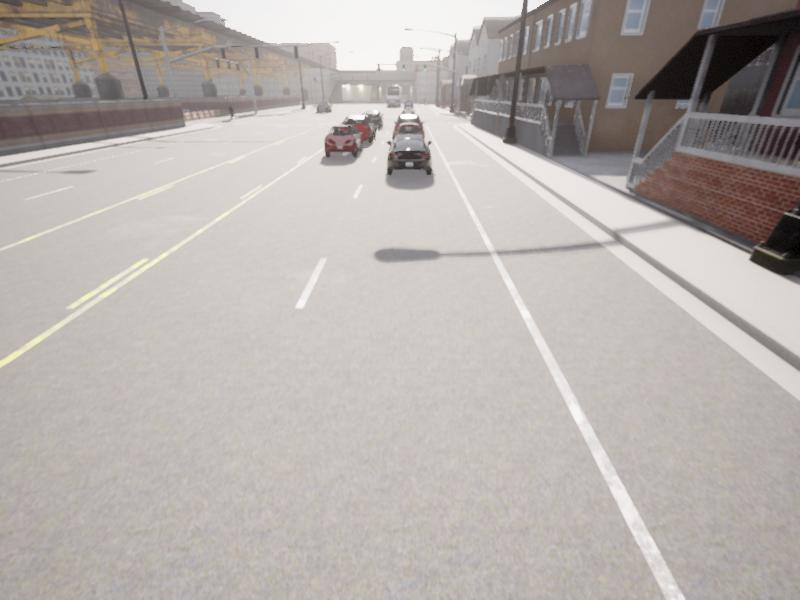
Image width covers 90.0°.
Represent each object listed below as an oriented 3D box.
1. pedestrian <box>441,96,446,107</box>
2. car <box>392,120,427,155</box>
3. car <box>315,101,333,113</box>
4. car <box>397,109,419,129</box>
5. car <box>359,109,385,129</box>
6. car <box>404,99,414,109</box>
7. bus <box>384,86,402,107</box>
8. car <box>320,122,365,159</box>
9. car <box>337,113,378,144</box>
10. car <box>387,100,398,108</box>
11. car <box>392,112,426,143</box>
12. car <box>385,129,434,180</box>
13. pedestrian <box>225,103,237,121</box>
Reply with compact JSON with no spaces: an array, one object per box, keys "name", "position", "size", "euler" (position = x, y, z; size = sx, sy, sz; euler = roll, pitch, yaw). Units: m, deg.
[{"name":"pedestrian","position":[8.553,-38.948,78.510],"size":[0.751,1.860,0.751],"euler":[2,28,4]},{"name":"car","position":[0.526,-9.324,22.800],"size":[1.845,1.501,3.633],"euler":[0,27,1]},{"name":"car","position":[-12.537,-31.989,66.351],"size":[2.033,1.649,4.856],"euler":[0,27,1]},{"name":"car","position":[0.816,-17.520,38.555],"size":[2.007,1.525,4.514],"euler":[1,27,2]},{"name":"car","position":[-2.634,-17.569,38.696],"size":[2.128,1.511,4.902],"euler":[0,28,1]},{"name":"car","position":[1.793,-39.952,81.537],"size":[2.033,1.649,4.856],"euler":[0,27,1]},{"name":"bus","position":[-1.526,-48.505,95.174],"size":[3.944,4.253,10.273],"euler":[0,27,1]},{"name":"car","position":[-2.999,-8.700,21.631],"size":[1.845,1.501,3.633],"euler":[0,27,1]},{"name":"car","position":[-2.867,-12.005,27.832],"size":[2.242,1.667,4.611],"euler":[0,28,1]},{"name":"car","position":[-1.601,-42.332,86.399],"size":[2.033,1.411,5.357],"euler":[0,27,1]},{"name":"car","position":[0.633,-12.246,28.265],"size":[2.242,1.667,4.611],"euler":[0,28,1]},{"name":"car","position":[0.405,-6.376,17.229],"size":[1.812,1.442,4.674],"euler":[0,27,1]},{"name":"pedestrian","position":[-19.886,-22.149,47.213],"size":[0.751,1.860,0.751],"euler":[0,27,1]}]
